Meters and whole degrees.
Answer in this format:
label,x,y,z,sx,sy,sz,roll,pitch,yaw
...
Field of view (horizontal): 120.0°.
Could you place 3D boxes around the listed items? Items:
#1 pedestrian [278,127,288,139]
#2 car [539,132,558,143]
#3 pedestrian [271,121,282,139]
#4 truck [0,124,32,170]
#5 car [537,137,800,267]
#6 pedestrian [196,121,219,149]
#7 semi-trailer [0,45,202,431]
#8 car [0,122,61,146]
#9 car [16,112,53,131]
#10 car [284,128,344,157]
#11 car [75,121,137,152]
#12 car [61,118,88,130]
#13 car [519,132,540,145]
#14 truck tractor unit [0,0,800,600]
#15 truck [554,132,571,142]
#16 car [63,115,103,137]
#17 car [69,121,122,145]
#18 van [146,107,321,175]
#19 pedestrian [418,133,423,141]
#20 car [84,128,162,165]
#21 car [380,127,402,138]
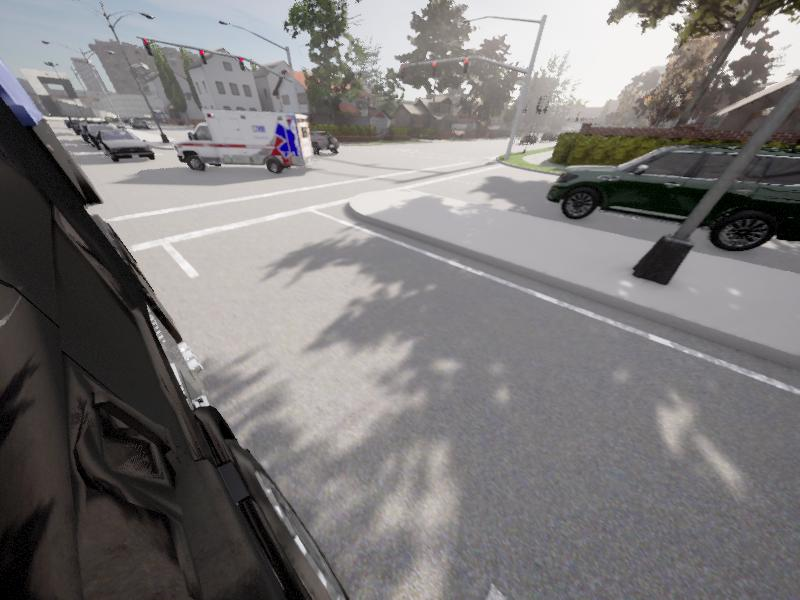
label,x,y,z,sx,sy,sz,roll,pitch,yaw
pedestrian,-16.050,-22.973,31.724,0.751,1.300,0.751,28,44,30
car,34.916,-38.117,54.170,2.150,2.045,5.566,28,44,29
pedestrian,-16.704,-22.977,31.228,0.751,1.860,0.751,-23,44,-30
truck,-18.658,-5.562,8.208,2.390,2.098,6.274,-6,38,-13
car,7.439,-3.093,6.405,5.566,2.045,2.150,28,44,30
pedestrian,-16.558,-14.206,19.900,0.751,1.860,0.751,-29,47,-35
semi-trailer,-8.714,-3.590,4.219,14.254,4.402,2.717,28,44,30
car,-29.359,-13.318,18.480,4.181,1.385,1.994,28,44,30
car,-50.081,-24.541,31.760,4.605,1.855,1.932,28,44,30
car,-7.394,-13.551,19.771,5.027,1.651,2.152,28,44,30
car,-22.280,-12.446,17.486,5.238,1.638,1.930,28,44,29
car,-50.532,-27.290,35.851,4.718,1.301,1.895,28,44,30
car,25.003,-31.036,44.420,1.932,1.855,4.605,28,44,29
truck tractor unit,-2.645,-0.295,0.351,6.516,4.208,3.053,28,44,30
truck,45.479,-45.655,64.560,2.390,2.098,6.274,28,44,29
car,-36.356,-20.000,26.495,3.866,1.878,1.905,28,44,30
car,-27.685,-15.227,21.000,4.792,1.488,2.163,28,44,30
van,-7.703,-7.973,11.715,6.366,2.431,2.351,-1,37,-5
pedestrian,3.352,-26.859,38.088,0.500,1.100,0.500,29,44,31
car,-16.739,-9.374,13.933,5.357,1.411,2.033,28,44,30
car,-1.769,-31.575,43.443,3.806,1.475,1.970,28,44,30
